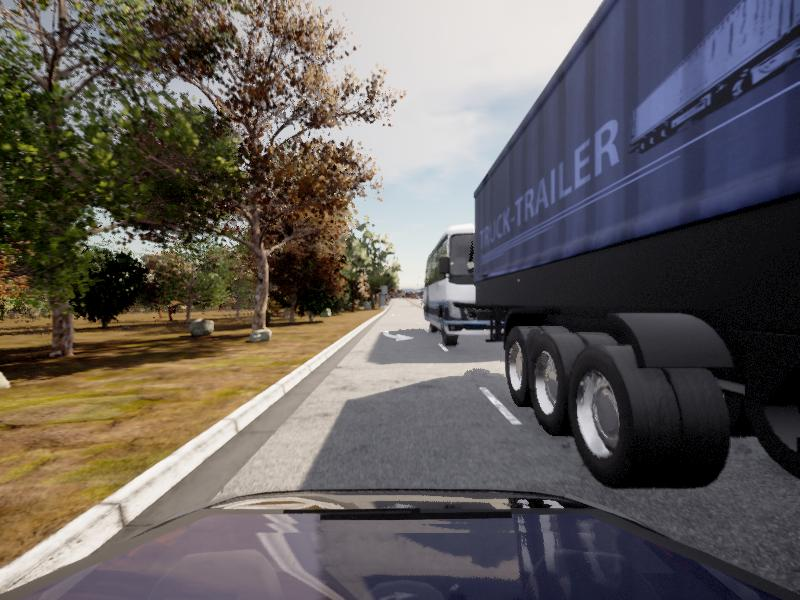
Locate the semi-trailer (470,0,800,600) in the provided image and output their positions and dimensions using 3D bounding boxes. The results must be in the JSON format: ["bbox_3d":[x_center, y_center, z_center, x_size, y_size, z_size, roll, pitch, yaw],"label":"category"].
[{"bbox_3d":[2.984,-0.621,2.149,2.717,4.402,14.254,0,0,0],"label":"semi-trailer"}]

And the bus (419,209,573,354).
[{"bbox_3d":[3.071,-0.527,16.884,3.944,4.253,10.273,0,0,-1],"label":"bus"}]
